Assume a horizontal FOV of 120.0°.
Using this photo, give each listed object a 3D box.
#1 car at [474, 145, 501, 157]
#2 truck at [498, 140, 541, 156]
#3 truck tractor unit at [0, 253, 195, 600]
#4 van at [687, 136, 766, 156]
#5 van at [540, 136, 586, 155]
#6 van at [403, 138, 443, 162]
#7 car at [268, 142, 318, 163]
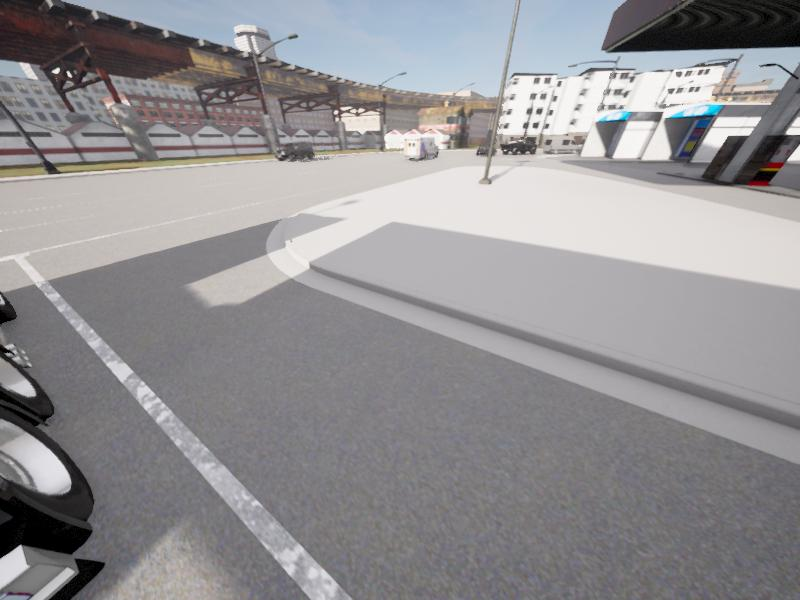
[{"bbox_3d":[13.390,-22.890,35.424,3.633,1.501,1.845,-24,41,-30],"label":"car"},{"bbox_3d":[19.786,-25.203,38.197,6.274,2.098,2.390,-15,38,-20],"label":"truck"},{"bbox_3d":[-5.091,-0.320,0.803,6.516,4.208,3.053,19,39,25],"label":"truck tractor unit"},{"bbox_3d":[50.861,-24.255,36.294,6.366,2.431,2.351,15,38,21],"label":"van"},{"bbox_3d":[27.924,-26.564,39.700,5.915,2.561,1.988,-6,35,-8],"label":"van"},{"bbox_3d":[3.084,-20.047,30.640,2.351,2.431,6.366,21,40,28],"label":"van"},{"bbox_3d":[-13.104,-18.517,28.912,2.150,2.045,5.566,10,36,19],"label":"car"}]
